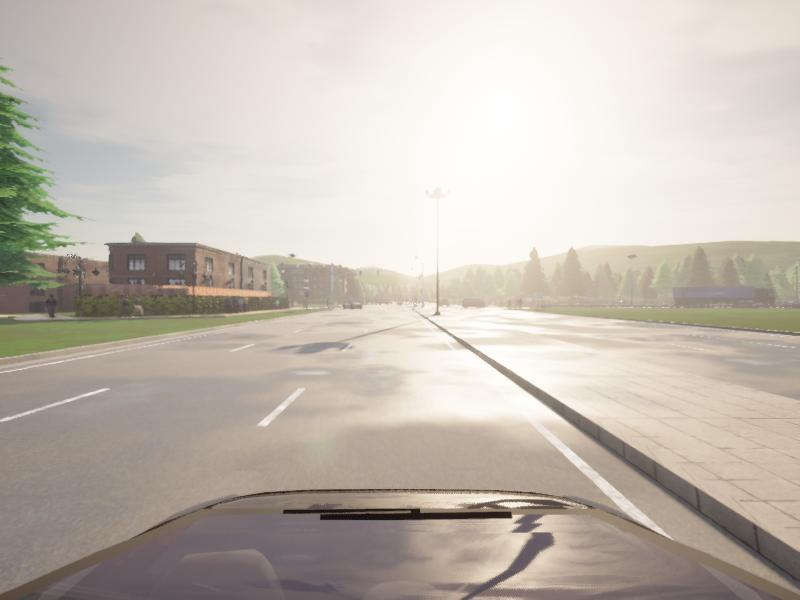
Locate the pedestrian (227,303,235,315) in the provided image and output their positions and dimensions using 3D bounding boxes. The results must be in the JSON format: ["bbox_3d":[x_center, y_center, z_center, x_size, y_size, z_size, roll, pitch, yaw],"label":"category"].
[{"bbox_3d":[-15.821,0.879,37.437,0.500,1.100,0.500,0,0,2],"label":"pedestrian"}]

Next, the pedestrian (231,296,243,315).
[{"bbox_3d":[-15.826,0.499,38.785,0.751,1.860,0.751,0,0,10],"label":"pedestrian"}]

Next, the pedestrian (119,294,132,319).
[{"bbox_3d":[-20.712,0.496,30.178,0.751,1.860,0.751,0,0,-43],"label":"pedestrian"}]

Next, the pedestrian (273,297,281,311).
[{"bbox_3d":[-16.043,0.504,52.183,0.751,1.860,0.751,0,0,0],"label":"pedestrian"}]

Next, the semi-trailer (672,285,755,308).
[{"bbox_3d":[61.408,-0.591,78.434,14.254,4.402,2.717,0,0,-1],"label":"semi-trailer"}]

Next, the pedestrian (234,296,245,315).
[{"bbox_3d":[-15.847,0.500,39.440,0.751,1.860,0.751,0,0,0],"label":"pedestrian"}]

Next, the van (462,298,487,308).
[{"bbox_3d":[14.439,0.624,77.909,4.442,1.987,1.775,0,0,-1],"label":"van"}]

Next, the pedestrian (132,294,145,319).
[{"bbox_3d":[-20.113,0.496,30.766,0.751,1.860,0.751,0,0,-44],"label":"pedestrian"}]

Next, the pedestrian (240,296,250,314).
[{"bbox_3d":[-15.804,0.500,40.757,0.751,1.860,0.751,0,0,-6],"label":"pedestrian"}]

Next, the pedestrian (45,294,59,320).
[{"bbox_3d":[-25.047,0.496,28.768,0.751,1.860,0.751,0,0,-40],"label":"pedestrian"}]

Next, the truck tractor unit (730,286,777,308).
[{"bbox_3d":[69.324,-0.495,78.521,6.516,4.208,3.053,0,0,-1],"label":"truck tractor unit"}]

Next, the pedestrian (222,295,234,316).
[{"bbox_3d":[-15.703,0.499,36.582,0.751,1.860,0.751,0,0,12],"label":"pedestrian"}]

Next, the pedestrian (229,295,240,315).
[{"bbox_3d":[-15.756,0.499,38.108,0.751,1.860,0.751,0,0,8],"label":"pedestrian"}]
